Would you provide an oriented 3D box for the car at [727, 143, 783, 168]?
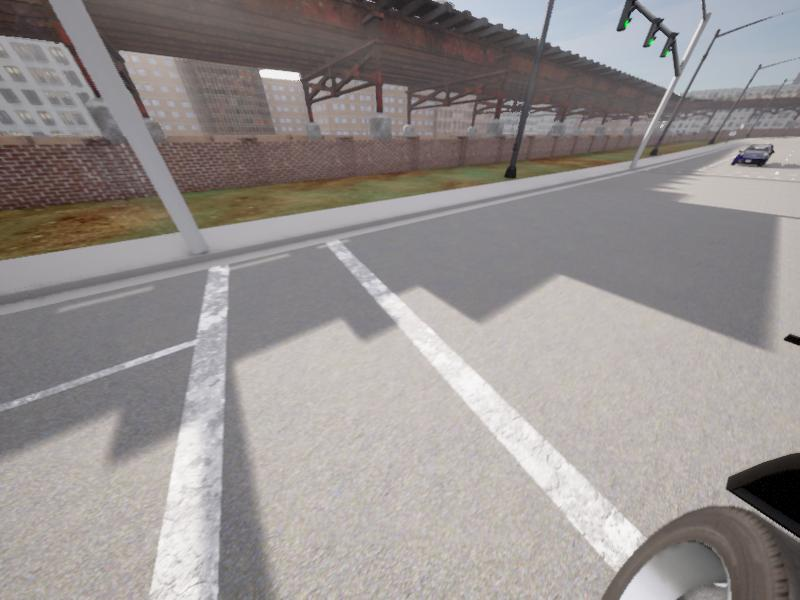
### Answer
[{"bbox_3d":[29.513,-12.082,19.223,3.633,1.501,1.845,-23,41,-27],"label":"car"}]
